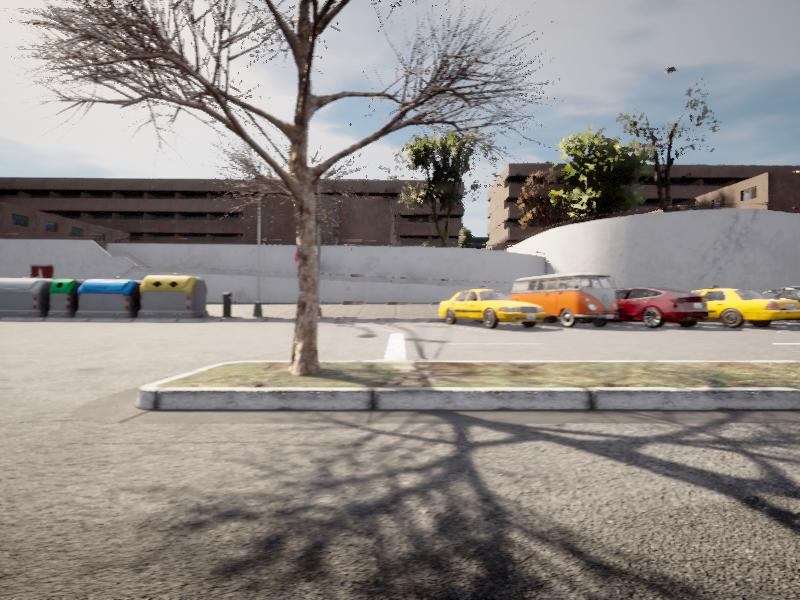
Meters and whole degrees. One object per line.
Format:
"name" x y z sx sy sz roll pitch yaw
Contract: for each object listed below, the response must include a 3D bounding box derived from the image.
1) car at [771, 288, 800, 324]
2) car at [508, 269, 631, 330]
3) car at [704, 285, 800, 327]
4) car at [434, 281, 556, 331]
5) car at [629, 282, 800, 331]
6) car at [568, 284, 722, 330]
"car" 18.172 0.244 15.597 2.097 1.535 5.008 1 -1 -20
"car" 6.283 0.010 15.496 1.878 1.987 4.442 1 -1 -20
"car" 15.187 0.242 15.588 2.231 1.521 4.892 0 -1 -20
"car" 3.324 0.232 15.433 1.946 1.575 5.366 1 -1 -20
"car" 12.139 0.237 15.771 1.946 1.575 5.366 0 -1 -20
"car" 9.209 0.268 15.625 2.163 1.488 4.792 0 -1 -20
